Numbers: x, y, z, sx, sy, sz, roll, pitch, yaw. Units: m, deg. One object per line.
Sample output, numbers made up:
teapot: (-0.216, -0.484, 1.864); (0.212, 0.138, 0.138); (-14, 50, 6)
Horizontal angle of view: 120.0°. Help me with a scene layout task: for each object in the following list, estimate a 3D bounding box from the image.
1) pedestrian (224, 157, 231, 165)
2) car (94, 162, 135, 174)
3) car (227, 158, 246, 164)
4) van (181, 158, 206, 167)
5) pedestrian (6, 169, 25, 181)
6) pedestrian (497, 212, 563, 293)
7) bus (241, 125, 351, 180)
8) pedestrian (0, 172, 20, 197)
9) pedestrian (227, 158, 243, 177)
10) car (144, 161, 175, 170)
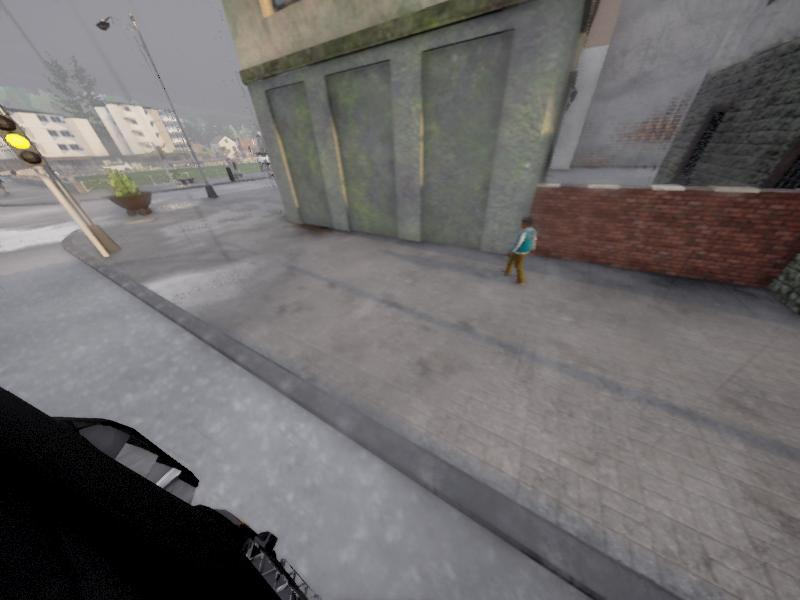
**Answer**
pedestrian: (-49.065, -39.679, 65.794); (0.751, 1.860, 0.751); (15, 38, 25)
car: (-67.617, -31.465, 54.879); (2.150, 2.045, 5.566); (16, 38, 26)
car: (-50.944, -43.272, 72.027); (1.994, 1.385, 4.181); (16, 38, 26)
van: (-59.402, -39.571, 66.545); (1.775, 1.987, 4.442); (16, 38, 26)
pedestrian: (-70.667, -23.023, 42.477); (0.751, 1.860, 0.751); (-26, 40, -31)
pedestrian: (2.047, -0.764, 3.734); (0.500, 1.100, 0.500); (-22, 38, -26)
bus: (-10.620, -16.387, 25.696); (3.944, 4.253, 10.273); (15, 38, 26)
pedestrian: (-33.074, -9.598, 19.088); (0.751, 1.860, 0.751); (-26, 40, -31)
pedestrian: (-19.477, -15.681, 27.274); (0.751, 1.860, 0.751); (17, 38, 27)
car: (-63.373, -35.491, 61.001); (1.930, 1.638, 5.238); (16, 38, 26)
